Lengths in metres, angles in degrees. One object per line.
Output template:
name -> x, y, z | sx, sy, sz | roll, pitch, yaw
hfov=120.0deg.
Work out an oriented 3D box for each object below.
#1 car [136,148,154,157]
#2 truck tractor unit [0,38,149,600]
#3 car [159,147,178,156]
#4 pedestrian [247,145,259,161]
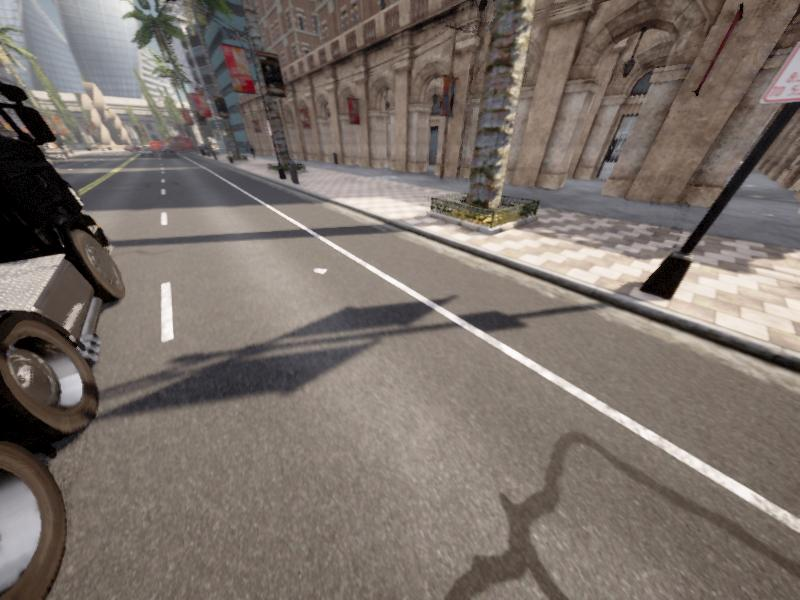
car -> -50.126, -29.082, 45.531 | 1.895, 1.301, 4.718 | -26, 42, -33
truck tractor unit -> -4.696, -0.584, 1.200 | 3.053, 4.208, 6.516 | -25, 42, -33
car -> -47.966, -30.759, 47.837 | 2.128, 1.511, 4.902 | -26, 42, -33
pedestrian -> -21.100, -21.114, 33.152 | 0.751, 1.860, 0.751 | -26, 42, -33
